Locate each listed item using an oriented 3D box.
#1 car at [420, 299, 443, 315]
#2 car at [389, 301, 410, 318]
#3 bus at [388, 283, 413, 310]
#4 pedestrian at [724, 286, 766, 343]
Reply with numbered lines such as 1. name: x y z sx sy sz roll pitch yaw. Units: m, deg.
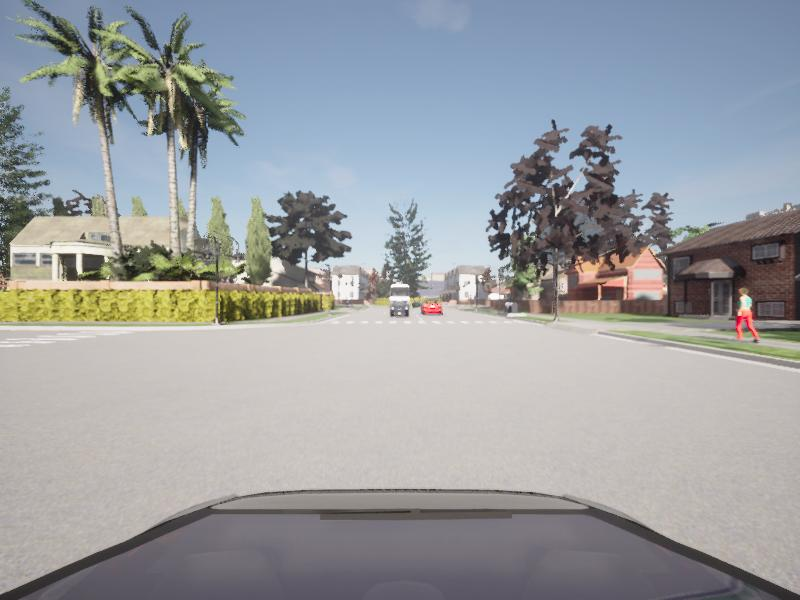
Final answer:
1. car: 3.451 0.740 44.700 2.242 1.667 4.611 0 0 0
2. car: -0.039 0.815 35.843 1.845 1.501 3.633 0 0 0
3. bus: 0.079 -0.559 69.098 3.944 4.253 10.273 0 0 0
4. pedestrian: 11.591 0.486 13.450 0.751 1.860 0.751 0 0 -3
